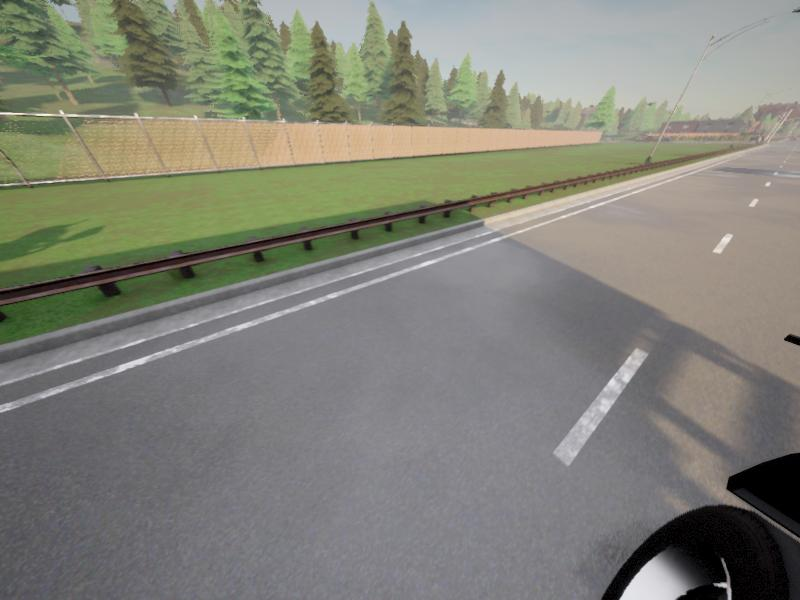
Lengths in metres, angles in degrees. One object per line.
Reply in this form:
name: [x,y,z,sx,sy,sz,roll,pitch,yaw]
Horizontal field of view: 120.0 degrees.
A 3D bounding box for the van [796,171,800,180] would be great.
van: [26.268,-8.408,13.822,4.442,1.987,1.775,-22,41,-28]
